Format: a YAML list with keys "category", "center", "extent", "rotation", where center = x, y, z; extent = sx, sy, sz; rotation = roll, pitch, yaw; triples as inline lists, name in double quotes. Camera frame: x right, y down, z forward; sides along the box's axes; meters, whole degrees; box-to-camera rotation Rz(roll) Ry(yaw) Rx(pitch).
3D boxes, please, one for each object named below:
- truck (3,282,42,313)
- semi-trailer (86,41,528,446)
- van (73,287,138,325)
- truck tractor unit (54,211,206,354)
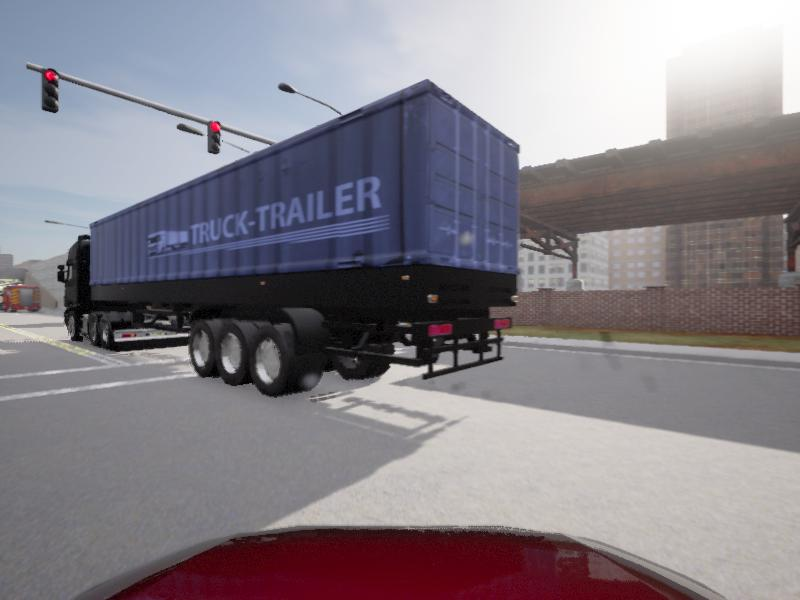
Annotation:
- category: "truck"
  center: [-50.375, -0.336, 53.274]
  extent: [8.468, 3.827, 2.891]
  rotation: [0, 0, 40]
- category: "semi-trailer"
  center: [-4.277, -0.618, 9.974]
  extent: [14.254, 4.402, 2.717]
  rotation: [0, 0, 40]
- category: "van"
  center: [-21.331, 0.371, 28.868]
  extent: [6.366, 2.431, 2.351]
  rotation: [0, 0, 40]
- category: "truck tractor unit"
  center: [-10.344, -0.523, 15.060]
  extent: [6.516, 4.208, 3.053]
  rotation: [0, 1, 40]
